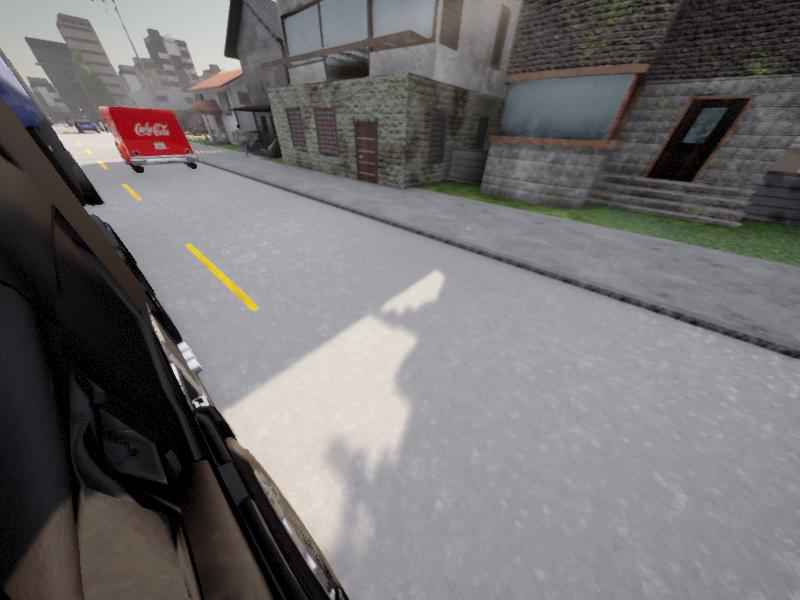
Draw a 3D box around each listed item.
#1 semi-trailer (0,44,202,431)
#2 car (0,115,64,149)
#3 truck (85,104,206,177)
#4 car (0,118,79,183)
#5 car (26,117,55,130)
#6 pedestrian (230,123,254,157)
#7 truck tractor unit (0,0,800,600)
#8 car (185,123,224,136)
[{"bbox_3d":[-8.701,-3.590,4.242,14.254,4.402,2.717,28,44,30],"label":"semi-trailer"},{"bbox_3d":[-27.552,-12.597,17.311,3.866,1.878,1.905,27,43,29],"label":"car"},{"bbox_3d":[-12.823,-8.126,11.690,5.204,2.467,2.627,28,44,30],"label":"truck"},{"bbox_3d":[-16.001,-6.512,9.848,4.605,1.855,1.932,29,44,30],"label":"car"},{"bbox_3d":[-54.049,-26.520,34.743,4.193,1.474,1.816,28,44,30],"label":"car"},{"bbox_3d":[-10.966,-11.114,16.075,0.751,1.860,0.751,-26,45,-32],"label":"pedestrian"},{"bbox_3d":[-2.645,-0.295,0.351,6.516,4.208,3.053,28,44,30],"label":"truck tractor unit"},{"bbox_3d":[-30.320,-26.556,36.012,1.851,1.617,3.988,28,44,30],"label":"car"}]
